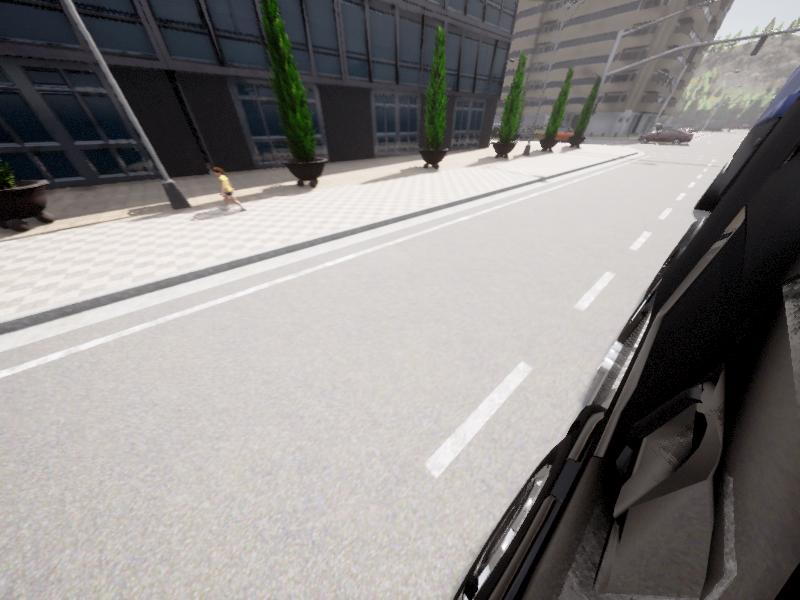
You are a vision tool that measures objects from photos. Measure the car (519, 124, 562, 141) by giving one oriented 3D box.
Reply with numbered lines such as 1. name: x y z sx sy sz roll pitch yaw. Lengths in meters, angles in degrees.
1. car: 20.054 -24.048 33.176 1.932 1.855 4.605 -27 45 -30

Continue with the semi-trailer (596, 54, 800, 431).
1. semi-trailer: 8.781 -3.449 4.288 14.254 4.402 2.717 -26 45 -30

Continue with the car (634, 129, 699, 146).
1. car: 31.061 -19.119 27.079 1.812 1.442 4.674 -27 45 -31

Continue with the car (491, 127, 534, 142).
1. car: 15.927 -23.595 32.895 2.128 1.511 4.902 -27 45 -30

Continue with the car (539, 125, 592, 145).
1. car: 20.340 -20.446 28.542 2.097 1.767 4.553 -26 45 -30

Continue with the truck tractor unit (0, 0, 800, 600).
1. truck tractor unit: 2.645 -0.295 0.351 6.516 4.208 3.053 -28 43 -30

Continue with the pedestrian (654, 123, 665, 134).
1. pedestrian: 53.356 -35.267 47.565 0.751 1.860 0.751 28 46 32

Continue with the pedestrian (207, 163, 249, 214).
1. pedestrian: -4.506 -2.941 6.111 0.500 1.100 0.500 -17 41 -21
